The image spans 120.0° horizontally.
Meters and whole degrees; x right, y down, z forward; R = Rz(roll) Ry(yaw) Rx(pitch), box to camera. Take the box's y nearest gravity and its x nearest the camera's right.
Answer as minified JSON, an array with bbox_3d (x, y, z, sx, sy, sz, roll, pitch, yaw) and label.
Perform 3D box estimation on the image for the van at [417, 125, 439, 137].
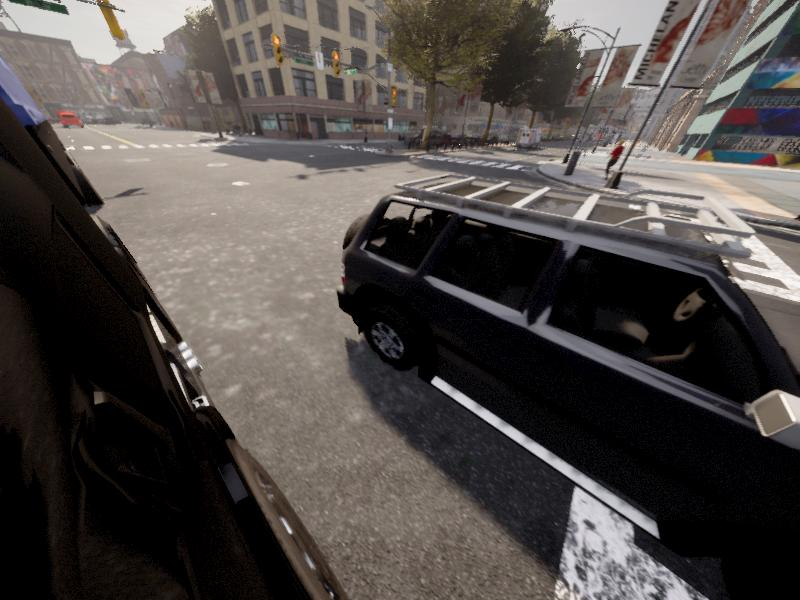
[{"bbox_3d":[7.936,-48.251,66.005,5.915,2.561,1.988,27,43,29],"label":"van"}]

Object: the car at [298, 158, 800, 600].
[{"bbox_3d":[1.481,0.119,1.984,4.605,1.855,1.932,27,44,30],"label":"car"}]

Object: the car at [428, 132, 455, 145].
[{"bbox_3d":[6.827,-26.424,37.803,2.007,1.525,4.514,28,44,30],"label":"car"}]

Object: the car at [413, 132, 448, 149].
[{"bbox_3d":[4.059,-21.266,30.687,2.242,1.667,4.611,28,44,30],"label":"car"}]

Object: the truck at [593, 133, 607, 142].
[{"bbox_3d":[67.873,-55.184,78.397,2.627,2.467,5.204,28,44,30],"label":"truck"}]

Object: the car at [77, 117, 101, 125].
[{"bbox_3d":[-78.119,-45.018,58.121,2.007,1.525,4.514,-17,41,-23],"label":"car"}]

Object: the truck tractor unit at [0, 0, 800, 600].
[{"bbox_3d":[-2.645,-0.295,0.351,6.516,4.208,3.053,28,44,30],"label":"truck tractor unit"}]

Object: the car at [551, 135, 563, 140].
[{"bbox_3d":[53.926,-55.864,79.458,2.033,1.411,5.357,28,44,30],"label":"car"}]

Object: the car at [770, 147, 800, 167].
[{"bbox_3d":[42.051,-14.930,24.192,2.128,1.511,4.902,28,44,30],"label":"car"}]

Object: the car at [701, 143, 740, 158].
[{"bbox_3d":[46.302,-21.734,33.516,2.161,1.482,4.786,28,44,30],"label":"car"}]

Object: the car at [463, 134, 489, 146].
[{"bbox_3d":[12.963,-27.402,39.435,2.128,1.511,4.902,28,44,30],"label":"car"}]

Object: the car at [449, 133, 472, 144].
[{"bbox_3d":[10.994,-29.339,41.918,1.837,1.490,4.892,27,44,29],"label":"car"}]

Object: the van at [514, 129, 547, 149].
[{"bbox_3d":[20.851,-25.736,36.872,2.351,2.431,6.366,28,44,30],"label":"van"}]

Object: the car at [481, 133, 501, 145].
[{"bbox_3d":[17.216,-30.401,43.559,1.851,1.617,3.988,28,44,30],"label":"car"}]

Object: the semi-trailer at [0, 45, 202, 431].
[{"bbox_3d":[-8.704,-3.583,4.246,14.254,4.402,2.717,28,44,30],"label":"semi-trailer"}]

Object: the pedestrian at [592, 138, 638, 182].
[{"bbox_3d":[11.123,-7.278,12.028,0.751,1.860,0.751,2,37,0],"label":"pedestrian"}]

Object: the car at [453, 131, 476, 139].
[{"bbox_3d":[16.874,-43.482,60.935,5.366,1.575,1.801,19,40,21],"label":"car"}]

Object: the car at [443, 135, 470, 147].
[{"bbox_3d":[8.690,-24.375,35.310,1.994,1.385,4.181,28,44,30],"label":"car"}]

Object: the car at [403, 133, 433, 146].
[{"bbox_3d":[2.601,-23.410,33.647,1.812,1.442,4.674,28,44,30],"label":"car"}]

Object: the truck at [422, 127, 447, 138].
[{"bbox_3d":[9.173,-44.684,61.700,6.274,2.098,2.390,27,43,29],"label":"truck"}]

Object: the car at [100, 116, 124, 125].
[{"bbox_3d":[-76.109,-47.456,61.114,1.932,1.855,4.605,-13,39,-19],"label":"car"}]
